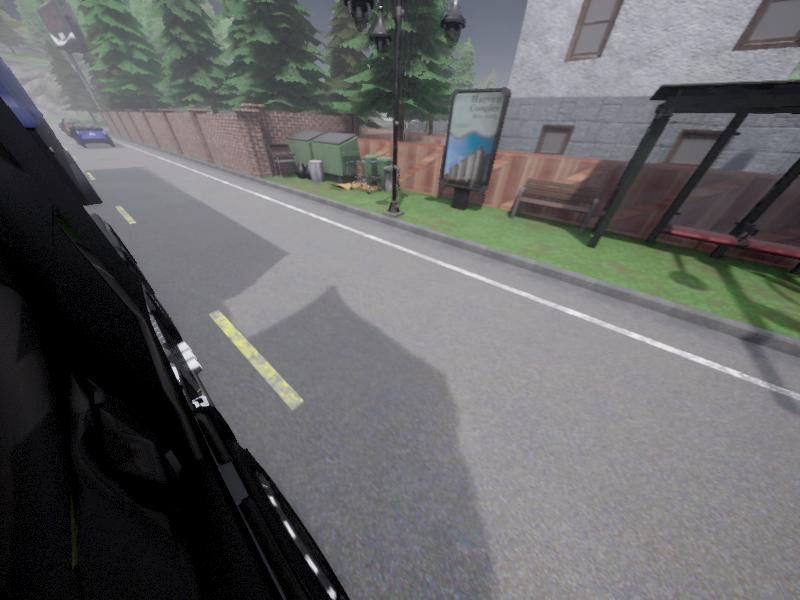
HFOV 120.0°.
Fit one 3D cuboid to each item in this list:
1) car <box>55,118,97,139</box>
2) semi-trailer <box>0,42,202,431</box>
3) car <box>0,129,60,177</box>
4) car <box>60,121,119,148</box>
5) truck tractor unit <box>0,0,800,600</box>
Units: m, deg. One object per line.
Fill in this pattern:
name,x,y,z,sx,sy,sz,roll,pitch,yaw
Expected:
car,-33.421,-17.693,23.805,3.705,1.549,1.789,27,43,29
semi-trailer,-8.705,-3.604,4.216,14.254,4.402,2.717,28,44,30
car,-17.231,-6.563,10.161,4.181,1.385,1.994,27,43,29
car,-24.693,-13.182,18.371,4.514,1.525,2.007,27,43,29
truck tractor unit,-2.645,-0.295,0.351,6.516,4.208,3.053,28,44,30
